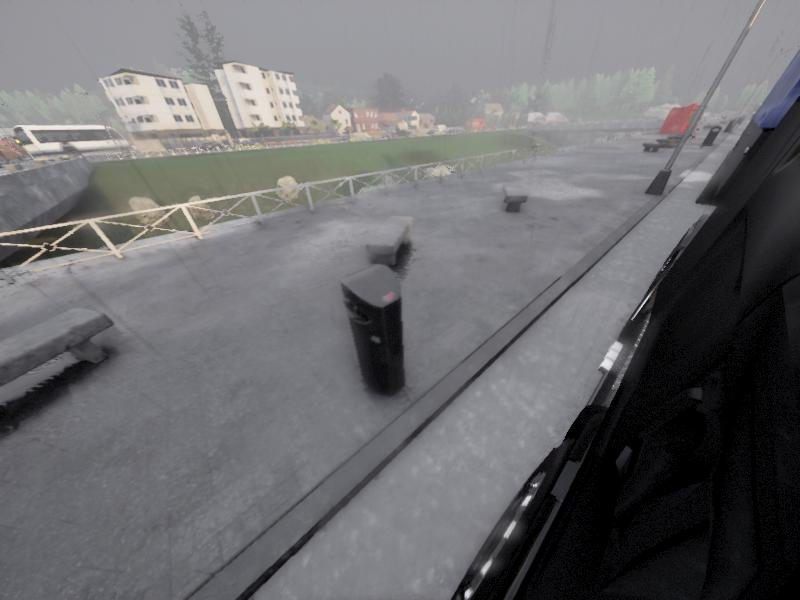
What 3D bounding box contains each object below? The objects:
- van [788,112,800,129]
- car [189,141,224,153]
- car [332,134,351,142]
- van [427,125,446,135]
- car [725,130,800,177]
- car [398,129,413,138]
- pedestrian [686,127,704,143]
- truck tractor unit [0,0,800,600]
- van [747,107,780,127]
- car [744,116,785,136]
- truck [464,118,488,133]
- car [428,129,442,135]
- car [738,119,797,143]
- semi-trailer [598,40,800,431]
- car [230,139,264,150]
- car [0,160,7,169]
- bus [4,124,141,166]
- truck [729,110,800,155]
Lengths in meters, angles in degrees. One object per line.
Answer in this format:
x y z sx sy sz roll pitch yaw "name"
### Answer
57.376 -25.666 32.277 5.915 2.561 1.988 -28 44 -30 "van"
-36.840 -29.309 44.128 4.892 1.490 1.837 -27 43 -29 "car"
-14.804 -41.103 58.618 3.806 1.475 1.970 -28 44 -30 "car"
12.123 -55.883 75.837 6.366 2.431 2.351 -28 44 -30 "van"
17.062 -6.808 10.552 4.181 1.385 1.994 -28 44 -30 "car"
1.658 -46.951 65.001 3.866 1.878 1.905 -28 44 -30 "car"
25.727 -14.383 20.169 0.500 1.100 0.500 26 45 33 "pedestrian"
2.645 -0.295 0.351 6.516 4.208 3.053 -28 44 -30 "truck tractor unit"
63.525 -32.087 40.460 5.915 2.561 1.988 -28 44 -30 "van"
41.211 -19.774 26.214 5.366 1.575 1.801 -28 44 -30 "car"
26.536 -61.010 80.619 8.468 3.827 2.891 -28 44 -30 "truck"
10.794 -51.662 71.057 4.193 1.474 1.816 -28 44 -30 "car"
32.364 -15.025 20.472 4.902 1.511 2.128 -28 43 -30 "car"
8.684 -3.610 4.248 14.254 4.402 2.717 -28 44 -30 "semi-trailer"
-31.550 -32.179 47.722 5.357 1.411 2.033 -28 43 -30 "car"
-51.385 -16.699 28.311 1.895 1.301 4.718 -28 43 -30 "car"
-46.514 -22.829 33.766 3.944 4.253 10.273 6 37 18 "bus"
24.610 -11.132 15.257 6.274 2.098 2.390 -28 43 -30 "truck"
